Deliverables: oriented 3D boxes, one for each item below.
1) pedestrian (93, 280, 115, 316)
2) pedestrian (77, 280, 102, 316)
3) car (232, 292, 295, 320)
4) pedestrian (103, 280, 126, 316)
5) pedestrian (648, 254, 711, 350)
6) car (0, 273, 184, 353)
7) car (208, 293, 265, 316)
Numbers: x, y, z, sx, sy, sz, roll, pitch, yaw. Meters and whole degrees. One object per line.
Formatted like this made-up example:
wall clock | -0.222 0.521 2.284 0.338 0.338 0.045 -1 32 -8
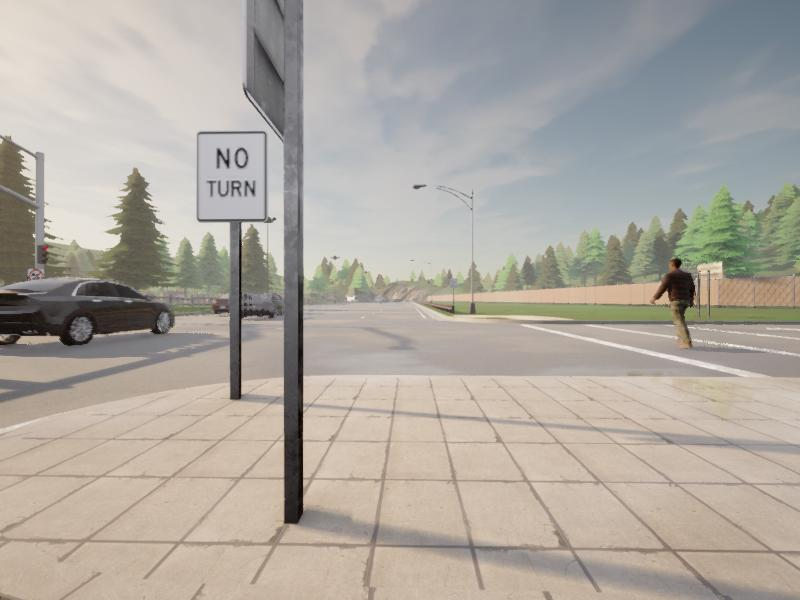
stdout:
pedestrian | -15.732 -0.115 21.267 0.751 1.860 0.751 0 0 36
pedestrian | -16.553 -0.115 21.334 0.751 1.860 0.751 0 0 11
car | -7.374 0.307 22.161 1.994 1.385 4.181 0 0 1
pedestrian | -15.154 -0.115 21.235 0.751 1.860 0.751 0 0 -10
pedestrian | 5.680 0.037 8.158 0.751 1.860 0.751 0 0 -5
car | -7.644 0.244 9.914 1.837 1.490 4.892 0 0 1
car | -10.783 0.269 26.721 1.812 1.442 4.674 0 0 1
